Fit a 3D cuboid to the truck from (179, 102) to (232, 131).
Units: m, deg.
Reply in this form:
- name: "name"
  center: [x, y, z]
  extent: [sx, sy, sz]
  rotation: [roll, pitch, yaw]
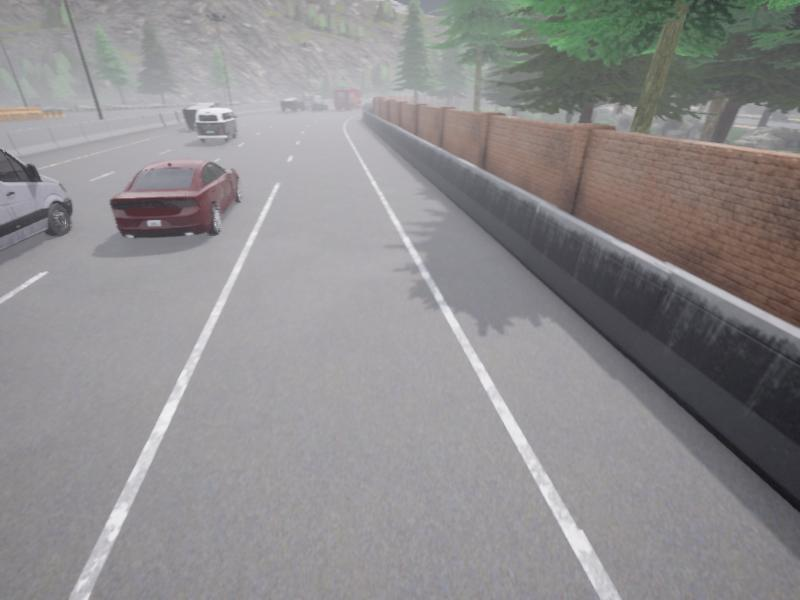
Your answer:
- name: "truck"
  center: [-17.424, -16.736, 36.328]
  extent: [2.390, 2.098, 6.274]
  rotation: [-3, 28, -6]

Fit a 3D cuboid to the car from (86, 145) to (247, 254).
- name: "car"
  center: [-5.462, -2.843, 10.287]
  extent: [1.882, 1.535, 5.008]
  rotation: [-4, 28, -9]

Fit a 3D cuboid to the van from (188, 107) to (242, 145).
- name: "van"
  center: [-12.247, -11.759, 26.853]
  extent: [2.069, 2.038, 4.480]
  rotation: [-4, 28, -9]

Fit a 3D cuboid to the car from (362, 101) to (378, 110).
- name: "car"
  center: [-5.765, -37.037, 76.283]
  extent: [1.994, 1.385, 4.181]
  rotation: [5, 28, 10]

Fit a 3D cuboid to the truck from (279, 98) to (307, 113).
- name: "truck"
  center: [-17.838, -32.586, 66.836]
  extent: [2.390, 2.098, 6.274]
  rotation: [3, 28, 5]

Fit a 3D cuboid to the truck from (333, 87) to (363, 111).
- name: "truck"
  center: [-9.565, -37.463, 74.422]
  extent: [2.891, 3.827, 8.468]
  rotation: [5, 28, 10]

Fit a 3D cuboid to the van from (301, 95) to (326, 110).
- name: "van"
  center: [-16.379, -37.693, 76.322]
  extent: [2.351, 2.431, 6.366]
  rotation: [5, 28, 10]

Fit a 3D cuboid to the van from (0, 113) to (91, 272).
- name: "van"
  center: [-8.506, -1.717, 7.006]
  extent: [1.988, 2.561, 5.915]
  rotation: [-4, 28, -8]

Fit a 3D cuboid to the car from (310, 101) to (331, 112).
- name: "car"
  center: [-13.926, -33.882, 70.082]
  extent: [2.128, 1.511, 4.902]
  rotation: [4, 28, 6]
